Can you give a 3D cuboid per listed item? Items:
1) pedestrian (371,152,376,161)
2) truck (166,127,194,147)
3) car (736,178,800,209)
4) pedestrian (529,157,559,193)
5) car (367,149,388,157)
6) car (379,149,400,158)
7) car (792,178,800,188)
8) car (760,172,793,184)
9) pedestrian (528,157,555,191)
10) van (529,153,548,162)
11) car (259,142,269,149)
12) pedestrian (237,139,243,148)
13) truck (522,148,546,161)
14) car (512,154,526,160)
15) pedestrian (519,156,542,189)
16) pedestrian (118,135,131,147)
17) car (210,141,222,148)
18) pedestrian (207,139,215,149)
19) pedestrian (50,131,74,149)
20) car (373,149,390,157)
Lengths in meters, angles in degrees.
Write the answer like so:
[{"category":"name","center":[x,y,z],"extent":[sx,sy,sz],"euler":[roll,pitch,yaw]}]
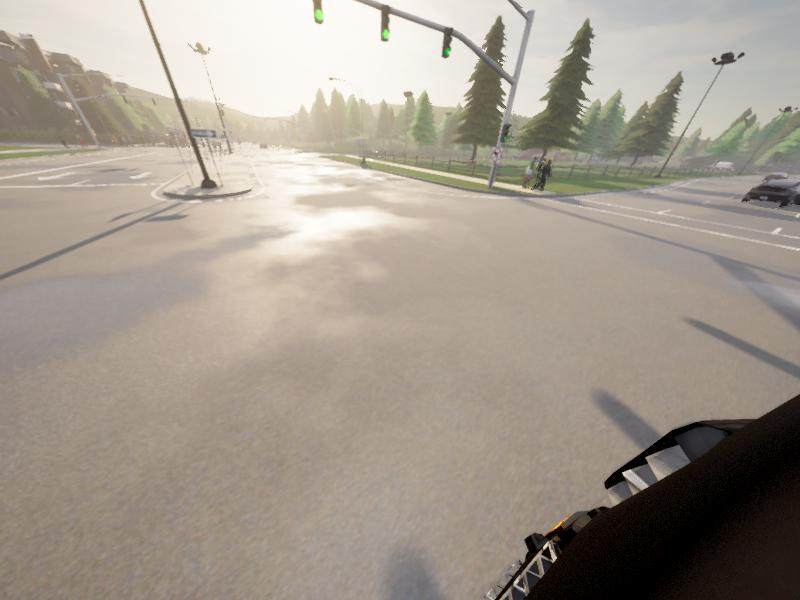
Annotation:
[{"category":"pedestrian","center":[-4.313,-23.376,37.619],"extent":[0.500,1.100,0.500],"euler":[-13,37,-23]},{"category":"truck","center":[-54.412,-40.415,57.363],"extent":[2.891,3.827,8.468],"euler":[-16,38,-26]},{"category":"car","center":[25.391,-7.158,15.367],"extent":[4.892,1.490,1.837],"euler":[-11,35,-20]},{"category":"pedestrian","center":[8.848,-7.698,14.262],"extent":[0.751,1.860,0.751],"euler":[-14,37,-23]},{"category":"car","center":[-6.092,-39.662,62.177],"extent":[5.027,1.651,2.152],"euler":[-16,38,-26]},{"category":"car","center":[-2.625,-36.310,57.102],"extent":[4.856,1.649,2.033],"euler":[-16,38,-26]},{"category":"car","center":[53.716,-15.390,30.071],"extent":[4.181,1.385,1.994],"euler":[-16,38,-26]},{"category":"car","center":[58.036,-18.881,35.601],"extent":[4.674,1.442,1.812],"euler":[-16,38,-26]},{"category":"pedestrian","center":[9.069,-8.112,14.905],"extent":[0.751,1.860,0.751],"euler":[6,34,5]},{"category":"van","center":[49.927,-51.436,83.239],"extent":[6.366,2.431,2.351],"euler":[-16,38,-26]},{"category":"car","center":[-42.027,-47.561,71.086],"extent":[1.930,1.638,5.238],"euler":[-16,38,-26]},{"category":"pedestrian","center":[-43.883,-42.894,63.377],"extent":[0.751,1.860,0.751],"euler":[-17,38,-27]},{"category":"truck","center":[50.005,-54.260,86.245],"extent":[8.468,3.827,2.891],"euler":[-16,38,-26]},{"category":"car","center":[45.443,-54.360,87.901],"extent":[4.553,1.767,2.097],"euler":[-16,38,-26]},{"category":"pedestrian","center":[8.710,-8.528,15.506],"extent":[0.751,1.860,0.751],"euler":[16,36,18]},{"category":"pedestrian","center":[-51.548,-29.750,43.222],"extent":[0.751,1.860,0.751],"euler":[-14,37,-23]},{"category":"car","center":[-47.559,-40.341,59.886],"extent":[1.837,1.490,4.892],"euler":[-16,38,-26]},{"category":"pedestrian","center":[-43.982,-36.391,53.827],"extent":[0.751,1.860,0.751],"euler":[-23,41,-33]},{"category":"pedestrian","center":[-42.312,-20.013,28.948],"extent":[0.751,1.860,0.751],"euler":[-13,37,-23]},{"category":"car","center":[-4.706,-37.905,59.458],"extent":[3.988,1.617,1.851],"euler":[-16,38,-26]}]
